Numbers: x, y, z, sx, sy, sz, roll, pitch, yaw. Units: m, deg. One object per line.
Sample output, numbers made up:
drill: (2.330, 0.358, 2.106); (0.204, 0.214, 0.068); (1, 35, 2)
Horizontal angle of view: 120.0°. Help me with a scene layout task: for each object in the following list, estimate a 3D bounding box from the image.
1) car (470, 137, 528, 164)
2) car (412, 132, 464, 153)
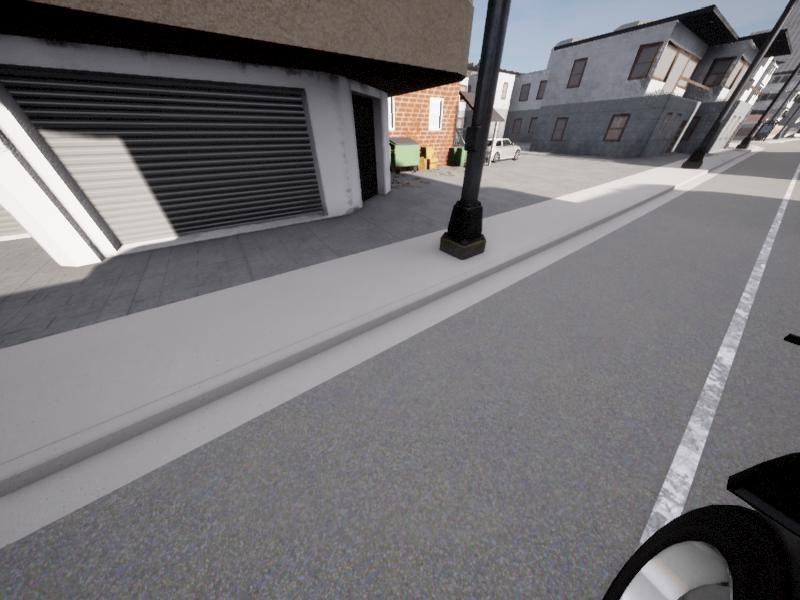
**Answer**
car: (7.609, -11.570, 17.794); (3.806, 1.475, 1.970); (-23, 41, -27)
car: (3.849, -16.044, 23.513); (5.027, 1.636, 2.152); (-22, 41, -27)
